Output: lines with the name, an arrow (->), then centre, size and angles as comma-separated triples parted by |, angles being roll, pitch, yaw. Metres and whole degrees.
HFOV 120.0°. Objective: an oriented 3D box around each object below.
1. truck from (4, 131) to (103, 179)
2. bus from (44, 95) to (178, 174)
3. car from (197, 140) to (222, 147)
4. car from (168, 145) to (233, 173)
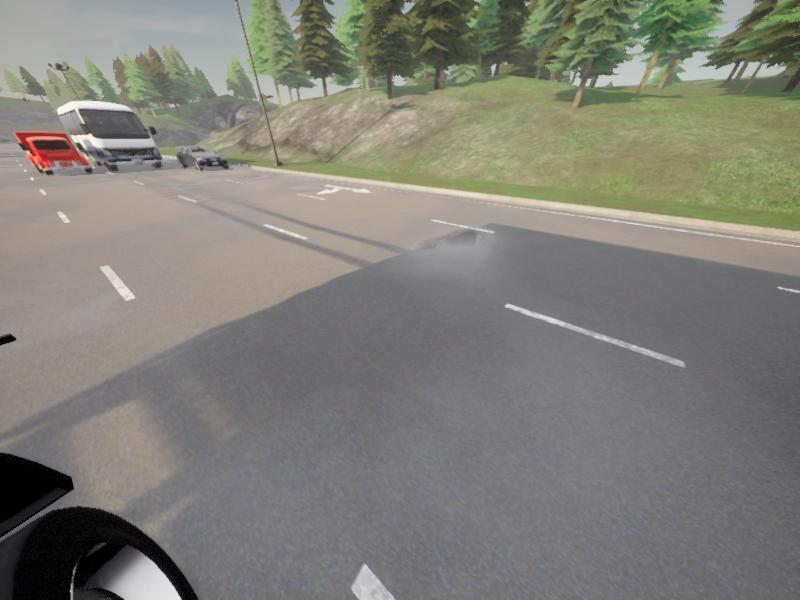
truck -> -24.173, -10.278, 16.165 | 5.204, 2.467, 2.627 | 23, 41, 28
bus -> -23.786, -13.393, 19.051 | 10.273, 4.253, 3.944 | 22, 41, 28
car -> -50.928, -42.049, 61.957 | 2.128, 1.511, 4.902 | 9, 36, 12
car -> -16.388, -11.683, 18.962 | 5.027, 1.651, 2.152 | 22, 41, 28
